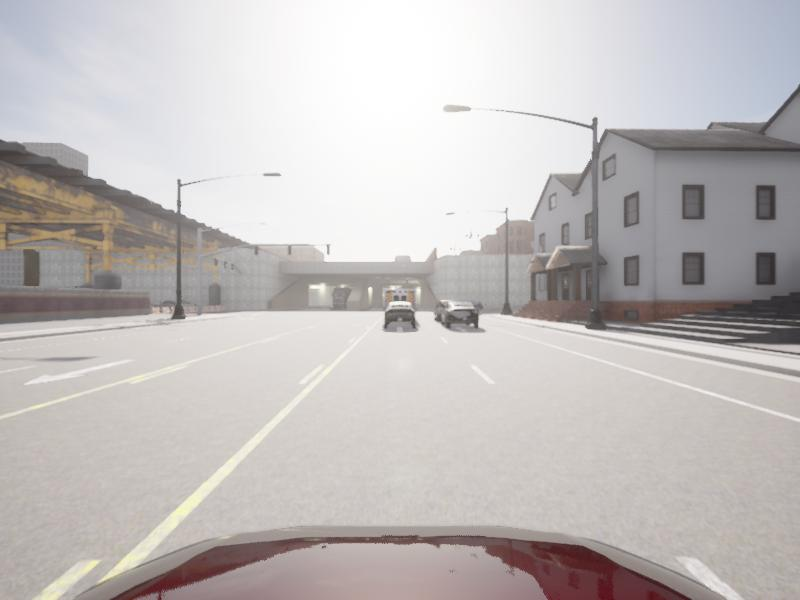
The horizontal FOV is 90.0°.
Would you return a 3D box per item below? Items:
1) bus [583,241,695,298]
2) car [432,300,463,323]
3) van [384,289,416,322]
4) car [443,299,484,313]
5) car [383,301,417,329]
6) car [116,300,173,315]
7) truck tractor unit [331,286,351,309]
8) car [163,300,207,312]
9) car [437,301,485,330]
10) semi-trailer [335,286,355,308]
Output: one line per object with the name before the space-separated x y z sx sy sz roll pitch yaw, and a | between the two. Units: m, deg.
bus | 28.315 -3.526 47.791 10.273 4.253 3.944 -14 0 0
car | 3.509 0.801 30.219 1.851 1.617 3.988 0 0 0
van | 0.011 0.392 32.055 2.351 2.431 6.366 0 0 0
car | 8.049 0.778 51.215 5.027 1.651 2.152 -1 0 3
car | 0.003 0.852 24.357 1.837 1.490 4.892 0 -1 0
car | -28.165 0.815 44.148 2.038 1.542 4.974 0 0 44
truck tractor unit | -11.488 -0.486 78.087 3.053 4.208 6.516 0 0 -2
car | -28.965 0.819 54.122 2.038 1.542 4.974 0 0 29
car | 3.497 0.846 24.024 2.128 1.511 4.902 0 0 0
semi-trailer | -11.728 -0.581 85.998 2.717 4.402 14.254 0 0 -2
